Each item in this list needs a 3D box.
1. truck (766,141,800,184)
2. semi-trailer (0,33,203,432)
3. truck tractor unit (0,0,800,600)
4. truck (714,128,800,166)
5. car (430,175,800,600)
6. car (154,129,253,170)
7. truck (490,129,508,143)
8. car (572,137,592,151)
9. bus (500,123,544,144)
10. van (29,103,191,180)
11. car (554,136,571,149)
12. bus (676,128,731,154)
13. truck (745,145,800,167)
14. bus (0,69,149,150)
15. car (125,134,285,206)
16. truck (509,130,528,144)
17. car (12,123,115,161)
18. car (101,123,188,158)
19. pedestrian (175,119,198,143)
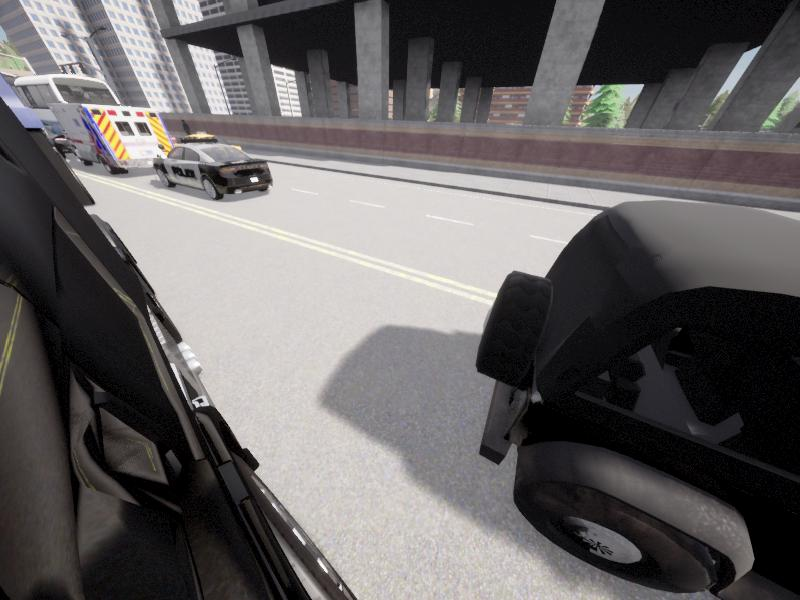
[{"bbox_3d":[30.283,-9.472,16.078,2.627,2.467,5.204,20,40,21],"label":"truck"},{"bbox_3d":[-8.776,-3.550,4.151,14.254,4.402,2.717,27,43,29],"label":"semi-trailer"},{"bbox_3d":[-2.645,-0.295,0.351,6.516,4.208,3.053,28,44,30],"label":"truck tractor unit"},{"bbox_3d":[48.825,-21.141,31.736,2.891,3.827,8.468,20,40,21],"label":"truck"},{"bbox_3d":[2.425,0.735,1.235,3.866,1.878,1.905,20,40,21],"label":"car"},{"bbox_3d":[-11.396,-8.846,13.446,5.366,1.575,1.801,20,40,21],"label":"car"},{"bbox_3d":[23.507,-38.791,54.718,2.615,2.467,5.204,20,40,21],"label":"truck"},{"bbox_3d":[31.947,-27.599,40.706,1.905,1.878,3.866,20,40,21],"label":"car"},{"bbox_3d":[35.118,-48.136,66.729,10.273,4.253,3.944,20,40,22],"label":"bus"},{"bbox_3d":[-13.525,-7.566,10.890,6.366,2.431,2.351,20,40,21],"label":"van"},{"bbox_3d":[29.370,-28.524,41.781,1.905,1.878,3.866,20,40,21],"label":"car"},{"bbox_3d":[66.372,-34.646,50.556,10.273,4.253,3.944,-17,41,-25],"label":"bus"},{"bbox_3d":[52.588,-20.211,32.169,2.390,2.098,6.274,20,40,22],"label":"truck"},{"bbox_3d":[-26.806,-15.361,18.968,10.273,4.253,3.944,20,40,21],"label":"bus"},{"bbox_3d":[-7.058,-4.937,8.436,5.238,1.638,1.930,20,40,21],"label":"car"},{"bbox_3d":[27.284,-37.435,53.143,2.615,2.467,5.204,20,40,21],"label":"truck"},{"bbox_3d":[-20.214,-9.579,13.928,4.902,1.511,2.128,20,40,21],"label":"car"},{"bbox_3d":[-17.606,-11.100,15.995,4.611,1.667,2.242,20,40,21],"label":"car"},{"bbox_3d":[-21.131,-16.784,22.927,0.751,1.860,0.751,16,39,17],"label":"pedestrian"}]
